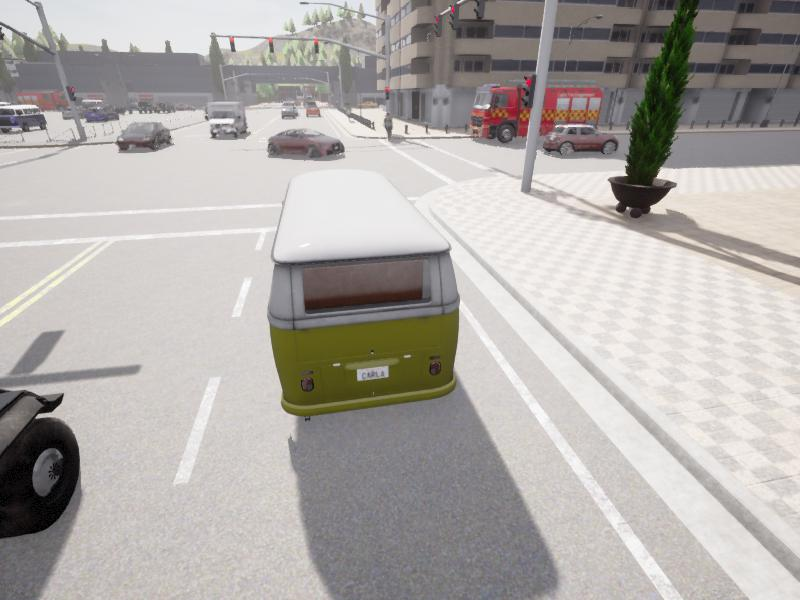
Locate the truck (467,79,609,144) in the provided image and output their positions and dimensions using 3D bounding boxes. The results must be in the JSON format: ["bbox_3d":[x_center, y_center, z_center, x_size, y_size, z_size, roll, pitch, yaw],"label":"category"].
[{"bbox_3d":[9.341,-13.076,27.711,8.468,3.827,2.891,-5,28,-10],"label":"truck"}]

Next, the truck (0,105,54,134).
[{"bbox_3d":[-32.340,-15.455,34.101,2.069,2.038,4.478,-5,28,-10],"label":"truck"}]

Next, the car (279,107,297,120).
[{"bbox_3d":[-15.729,-26.337,56.311,2.033,1.411,5.357,-6,28,-11],"label":"car"}]

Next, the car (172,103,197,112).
[{"bbox_3d":[-43.399,-38.819,80.623,3.806,1.475,1.970,-5,28,-10],"label":"car"}]

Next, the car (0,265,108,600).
[{"bbox_3d":[-3.362,1.528,1.572,1.905,1.878,3.866,-5,28,-10],"label":"car"}]

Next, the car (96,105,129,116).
[{"bbox_3d":[-44.205,-29.236,61.635,2.033,1.415,5.357,-5,28,-10],"label":"car"}]

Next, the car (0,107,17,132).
[{"bbox_3d":[-35.166,-15.080,33.584,1.932,1.855,4.605,-5,28,-10],"label":"car"}]

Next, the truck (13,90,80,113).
[{"bbox_3d":[-67.355,-37.993,76.385,8.468,3.827,2.891,-5,28,-9],"label":"truck"}]

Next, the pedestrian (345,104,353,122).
[{"bbox_3d":[-5.941,-21.664,46.314,0.751,1.860,0.751,-5,28,-10],"label":"pedestrian"}]

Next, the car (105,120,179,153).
[{"bbox_3d":[-15.754,-10.204,24.784,2.163,1.488,4.792,-5,28,-10],"label":"car"}]

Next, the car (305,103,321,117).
[{"bbox_3d":[-13.291,-29.005,61.063,2.097,1.767,4.553,-5,28,-10],"label":"car"}]

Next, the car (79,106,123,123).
[{"bbox_3d":[-35.281,-21.966,47.344,2.242,1.667,4.611,-5,28,-10],"label":"car"}]

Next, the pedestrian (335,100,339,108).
[{"bbox_3d":[-15.325,-47.730,97.341,0.751,1.860,0.751,1,27,2],"label":"pedestrian"}]

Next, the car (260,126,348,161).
[{"bbox_3d":[-5.130,-8.478,21.534,4.181,1.385,1.994,12,30,23],"label":"car"}]

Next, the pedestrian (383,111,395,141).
[{"bbox_3d":[-0.792,-12.426,28.571,0.751,1.860,0.751,-4,28,-9],"label":"pedestrian"}]

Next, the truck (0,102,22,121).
[{"bbox_3d":[-50.559,-23.793,50.341,2.069,2.038,4.478,-5,28,-10],"label":"truck"}]

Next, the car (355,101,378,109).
[{"bbox_3d":[-8.017,-47.091,96.489,5.366,1.575,1.801,-5,28,-10],"label":"car"}]

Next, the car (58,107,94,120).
[{"bbox_3d":[-42.051,-24.285,52.021,1.970,1.475,3.806,-5,28,-10],"label":"car"}]

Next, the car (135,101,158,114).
[{"bbox_3d":[-42.793,-32.575,67.616,1.905,1.878,3.866,-5,28,-10],"label":"car"}]

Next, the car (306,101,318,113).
[{"bbox_3d":[-16.080,-35.361,73.335,1.905,1.878,3.866,-5,28,-10],"label":"car"}]

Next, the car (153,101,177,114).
[{"bbox_3d":[-39.943,-32.812,68.067,1.932,1.855,4.605,-5,28,-10],"label":"car"}]

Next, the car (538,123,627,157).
[{"bbox_3d":[9.989,-8.855,22.070,3.806,1.475,1.970,-5,28,-10],"label":"car"}]

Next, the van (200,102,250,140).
[{"bbox_3d":[-13.869,-14.496,32.157,2.351,2.431,6.366,-6,28,-11],"label":"van"}]

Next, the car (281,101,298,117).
[{"bbox_3d":[-17.254,-30.022,62.772,2.150,2.045,5.566,-5,28,-10],"label":"car"}]

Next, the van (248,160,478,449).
[{"bbox_3d":[-0.682,-0.531,5.467,1.775,1.987,4.442,-5,28,-10],"label":"van"}]
